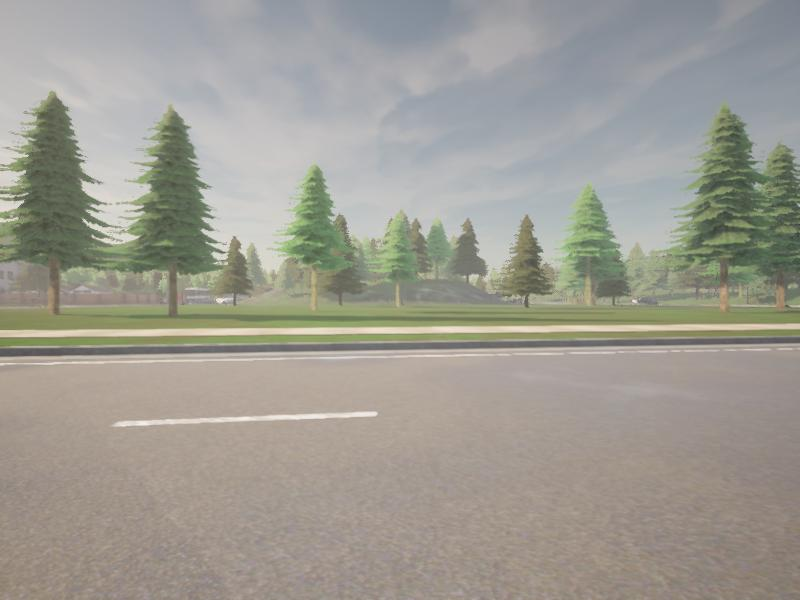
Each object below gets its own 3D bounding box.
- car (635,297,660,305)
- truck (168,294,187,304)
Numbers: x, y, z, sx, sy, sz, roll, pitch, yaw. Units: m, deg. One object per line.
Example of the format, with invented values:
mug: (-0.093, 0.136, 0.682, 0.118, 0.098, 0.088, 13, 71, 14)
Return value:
car: (53.508, 0.262, 86.658, 2.033, 1.649, 4.856, 0, 0, -7)
truck: (-57.507, -0.166, 103.581, 2.627, 2.467, 5.204, 0, 0, -8)
